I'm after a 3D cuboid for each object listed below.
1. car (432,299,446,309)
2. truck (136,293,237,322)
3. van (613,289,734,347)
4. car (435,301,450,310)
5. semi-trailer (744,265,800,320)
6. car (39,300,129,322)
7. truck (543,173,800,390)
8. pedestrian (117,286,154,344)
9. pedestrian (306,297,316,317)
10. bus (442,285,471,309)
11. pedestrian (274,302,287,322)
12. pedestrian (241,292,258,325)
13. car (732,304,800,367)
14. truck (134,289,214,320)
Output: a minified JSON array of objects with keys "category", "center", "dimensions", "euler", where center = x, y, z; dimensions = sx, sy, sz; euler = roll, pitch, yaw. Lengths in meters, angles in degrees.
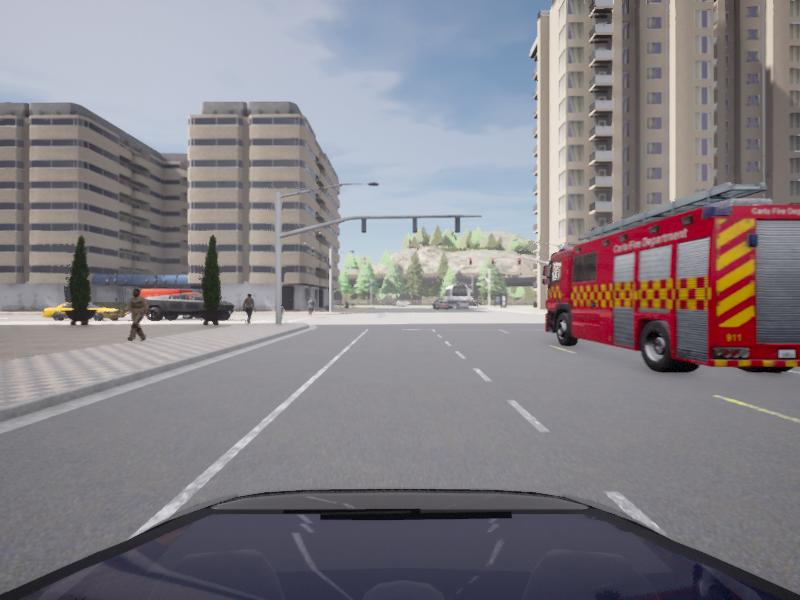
[{"category":"car","center":[7.005,0.671,72.168],"dimensions":[1.932,1.855,4.605],"euler":[0,0,0]},{"category":"truck","center":[-15.827,0.550,29.903],"dimensions":[6.274,2.098,2.390],"euler":[0,0,1]},{"category":"van","center":[10.501,0.603,15.872],"dimensions":[1.775,1.987,4.442],"euler":[0,0,0]},{"category":"car","center":[7.001,0.870,66.149],"dimensions":[1.970,1.475,3.806],"euler":[0,0,0]},{"category":"semi-trailer","center":[36.897,-0.608,33.031],"dimensions":[14.254,4.402,2.717],"euler":[0,0,2]},{"category":"car","center":[-23.660,0.809,30.038],"dimensions":[5.366,1.575,1.801],"euler":[0,0,1]},{"category":"truck","center":[7.008,-0.318,11.290],"dimensions":[2.891,3.827,8.468],"euler":[0,0,0]},{"category":"pedestrian","center":[-8.772,0.488,13.310],"dimensions":[0.751,1.860,0.751],"euler":[0,0,-1]},{"category":"pedestrian","center":[-8.183,0.647,36.861],"dimensions":[0.751,1.860,0.751],"euler":[0,0,-1]},{"category":"bus","center":[10.384,-0.515,75.209],"dimensions":[3.944,4.253,10.273],"euler":[0,0,0]},{"category":"pedestrian","center":[-7.727,0.772,25.803],"dimensions":[0.751,1.300,0.751],"euler":[0,0,-14]},{"category":"pedestrian","center":[-8.773,0.491,23.271],"dimensions":[0.751,1.860,0.751],"euler":[0,0,-5]},{"category":"car","center":[10.500,0.856,9.575],"dimensions":[1.970,1.475,3.806],"euler":[0,0,0]},{"category":"truck","center":[-18.732,0.365,33.447],"dimensions":[5.204,2.467,2.627],"euler":[0,0,1]}]
